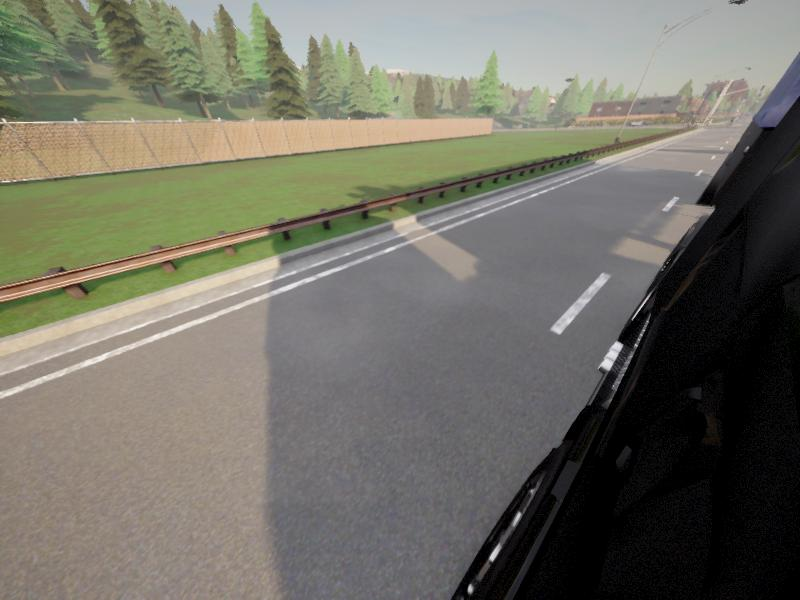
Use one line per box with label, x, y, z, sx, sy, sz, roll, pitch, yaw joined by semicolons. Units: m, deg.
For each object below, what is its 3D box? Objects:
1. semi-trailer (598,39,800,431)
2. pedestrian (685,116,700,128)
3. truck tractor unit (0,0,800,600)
semi-trailer;8.698;-3.588;4.253;14.254;4.402;2.717;-28;44;-30
pedestrian;57.139;-34.775;45.111;0.751;1.860;0.751;1;37;5
truck tractor unit;2.645;-0.295;0.351;6.516;4.208;3.053;-28;44;-30
